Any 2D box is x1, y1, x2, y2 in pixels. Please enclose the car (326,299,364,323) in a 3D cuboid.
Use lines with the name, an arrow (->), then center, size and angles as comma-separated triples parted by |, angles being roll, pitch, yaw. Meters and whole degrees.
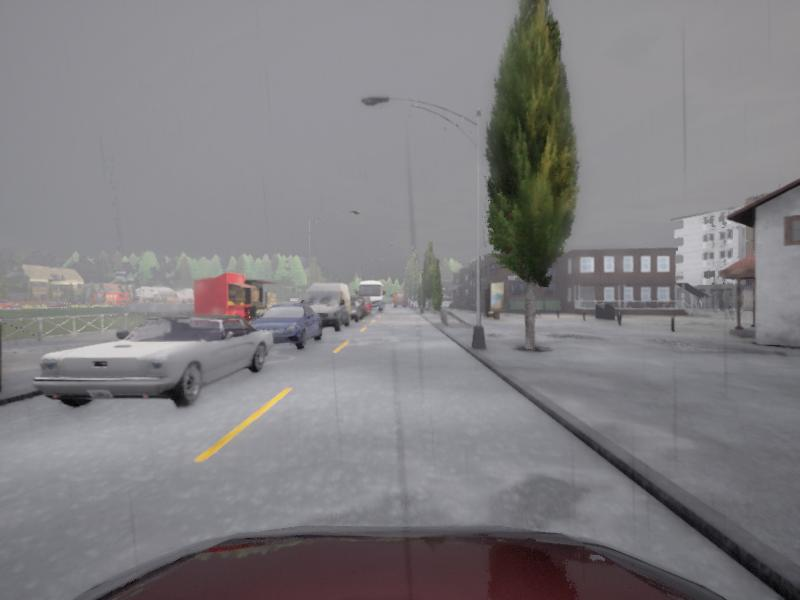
car -> -3.998, 0.750, 29.985 | 2.242, 1.667, 4.611 | 0, 0, 0

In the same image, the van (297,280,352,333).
van -> -4.004, 0.318, 22.389 | 1.988, 2.561, 5.915 | 0, 0, 0

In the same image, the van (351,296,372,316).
van -> -3.998, 0.588, 42.230 | 1.775, 1.987, 4.442 | 0, 0, 0

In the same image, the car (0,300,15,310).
car -> -69.687, 0.810, 68.990 | 2.242, 1.667, 4.611 | 0, 0, 0

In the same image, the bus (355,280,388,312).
bus -> -3.878, -0.546, 57.622 | 3.944, 4.253, 10.273 | 0, 0, 0

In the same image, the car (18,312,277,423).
car -> -3.999, 0.942, 7.537 | 1.895, 1.301, 4.718 | 0, 0, 0

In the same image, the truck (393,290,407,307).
truck -> 0.007, -0.343, 91.109 | 2.891, 3.827, 8.468 | 0, 0, 0

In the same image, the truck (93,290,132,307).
truck -> -65.674, -0.343, 91.558 | 2.891, 3.827, 8.468 | 0, 0, 0

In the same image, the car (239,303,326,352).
car -> -3.999, 0.867, 14.506 | 1.812, 1.442, 4.674 | 0, 0, 0

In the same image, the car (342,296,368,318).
car -> -4.001, 0.639, 36.282 | 1.905, 1.878, 3.866 | 0, 0, 0
